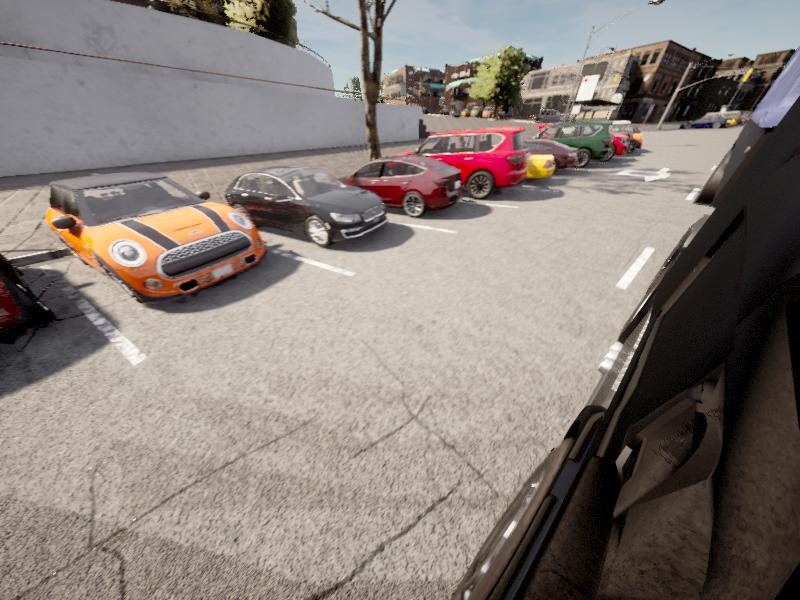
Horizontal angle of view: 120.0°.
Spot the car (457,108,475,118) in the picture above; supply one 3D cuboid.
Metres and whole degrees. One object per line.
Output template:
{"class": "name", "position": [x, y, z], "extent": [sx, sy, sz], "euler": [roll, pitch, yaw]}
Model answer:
{"class": "car", "position": [15.136, -42.615, 52.792], "extent": [1.946, 1.575, 5.366], "euler": [22, 43, 22]}

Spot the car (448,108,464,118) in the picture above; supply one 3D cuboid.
{"class": "car", "position": [13.124, -44.043, 54.437], "extent": [2.002, 1.452, 4.674], "euler": [23, 43, 21]}

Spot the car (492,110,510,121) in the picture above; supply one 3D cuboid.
{"class": "car", "position": [20.793, -37.838, 47.434], "extent": [2.231, 1.521, 4.892], "euler": [22, 43, 22]}

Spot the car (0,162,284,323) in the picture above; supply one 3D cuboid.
{"class": "car", "position": [-4.995, -1.562, 4.555], "extent": [4.553, 1.767, 2.185], "euler": [17, 41, 25]}

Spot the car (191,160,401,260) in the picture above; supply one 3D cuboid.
{"class": "car", "position": [-2.666, -2.675, 6.109], "extent": [4.892, 1.521, 2.231], "euler": [17, 41, 25]}

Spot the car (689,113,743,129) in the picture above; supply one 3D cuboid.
{"class": "car", "position": [51.261, -29.195, 37.660], "extent": [4.553, 1.767, 2.185], "euler": [21, 42, 30]}

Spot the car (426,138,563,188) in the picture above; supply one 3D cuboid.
{"class": "car", "position": [4.083, -6.380, 10.651], "extent": [5.366, 1.575, 1.946], "euler": [17, 41, 25]}

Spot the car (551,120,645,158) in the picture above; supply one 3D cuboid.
{"class": "car", "position": [13.604, -11.336, 16.330], "extent": [4.442, 1.987, 1.878], "euler": [17, 41, 26]}

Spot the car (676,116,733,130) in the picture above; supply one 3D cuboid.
{"class": "car", "position": [46.239, -26.966, 35.268], "extent": [4.792, 1.488, 2.163], "euler": [21, 43, 29]}

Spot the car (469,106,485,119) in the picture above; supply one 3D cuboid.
{"class": "car", "position": [16.917, -41.069, 50.699], "extent": [1.878, 1.987, 4.442], "euler": [23, 43, 21]}

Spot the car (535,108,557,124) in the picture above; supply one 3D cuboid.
{"class": "car", "position": [26.574, -33.381, 42.073], "extent": [2.435, 2.045, 5.566], "euler": [23, 43, 22]}

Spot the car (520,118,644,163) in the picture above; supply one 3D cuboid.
{"class": "car", "position": [11.203, -10.172, 14.877], "extent": [5.566, 2.045, 2.435], "euler": [17, 40, 26]}

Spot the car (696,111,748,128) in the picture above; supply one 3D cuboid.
{"class": "car", "position": [53.885, -30.312, 38.816], "extent": [4.442, 1.987, 1.878], "euler": [21, 42, 30]}

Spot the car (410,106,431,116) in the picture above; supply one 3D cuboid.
{"class": "car", "position": [4.796, -45.413, 55.488], "extent": [2.128, 1.511, 4.902], "euler": [-27, 48, -31]}

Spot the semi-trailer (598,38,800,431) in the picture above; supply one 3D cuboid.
{"class": "semi-trailer", "position": [8.670, -3.618, 4.264], "extent": [14.254, 4.402, 2.717], "euler": [-28, 44, -30]}

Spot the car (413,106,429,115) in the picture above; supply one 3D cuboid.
{"class": "car", "position": [5.492, -50.369, 61.462], "extent": [1.946, 1.575, 5.366], "euler": [22, 42, 21]}

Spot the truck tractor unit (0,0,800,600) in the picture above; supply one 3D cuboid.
{"class": "truck tractor unit", "position": [2.645, -0.295, 0.351], "extent": [6.516, 4.208, 3.053], "euler": [-28, 44, -30]}

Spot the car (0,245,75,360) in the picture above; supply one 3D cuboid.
{"class": "car", "position": [-7.244, -0.319, 3.034], "extent": [4.553, 1.767, 2.185], "euler": [17, 41, 25]}

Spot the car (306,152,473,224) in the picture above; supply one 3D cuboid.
{"class": "car", "position": [-0.388, -3.874, 7.619], "extent": [4.792, 1.488, 2.163], "euler": [17, 41, 25]}

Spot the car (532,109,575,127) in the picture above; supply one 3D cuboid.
{"class": "car", "position": [22.993, -27.438, 34.781], "extent": [1.932, 1.855, 4.605], "euler": [-26, 49, -31]}

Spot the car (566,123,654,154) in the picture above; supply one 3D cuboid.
{"class": "car", "position": [15.874, -12.476, 17.889], "extent": [4.553, 1.767, 2.185], "euler": [18, 41, 26]}

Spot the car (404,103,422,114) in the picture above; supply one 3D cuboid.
{"class": "car", "position": [3.455, -51.992, 62.883], "extent": [2.435, 2.045, 5.566], "euler": [22, 42, 21]}

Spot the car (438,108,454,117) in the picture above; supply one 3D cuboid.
{"class": "car", "position": [11.189, -45.596, 56.173], "extent": [2.002, 1.452, 4.674], "euler": [22, 43, 21]}

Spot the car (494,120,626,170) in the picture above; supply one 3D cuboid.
{"class": "car", "position": [8.829, -8.970, 13.412], "extent": [5.566, 2.045, 2.435], "euler": [17, 41, 26]}

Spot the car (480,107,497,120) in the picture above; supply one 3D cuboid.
{"class": "car", "position": [18.840, -39.510, 48.955], "extent": [1.878, 1.987, 4.442], "euler": [23, 43, 21]}

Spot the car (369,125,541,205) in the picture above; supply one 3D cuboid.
{"class": "car", "position": [1.903, -5.319, 8.946], "extent": [5.566, 2.045, 2.435], "euler": [17, 41, 25]}

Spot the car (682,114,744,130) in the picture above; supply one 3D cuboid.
{"class": "car", "position": [48.944, -27.937, 36.324], "extent": [5.366, 1.575, 1.946], "euler": [21, 42, 29]}

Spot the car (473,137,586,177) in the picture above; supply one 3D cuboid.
{"class": "car", "position": [6.557, -7.510, 12.083], "extent": [4.674, 1.452, 2.002], "euler": [17, 41, 25]}
